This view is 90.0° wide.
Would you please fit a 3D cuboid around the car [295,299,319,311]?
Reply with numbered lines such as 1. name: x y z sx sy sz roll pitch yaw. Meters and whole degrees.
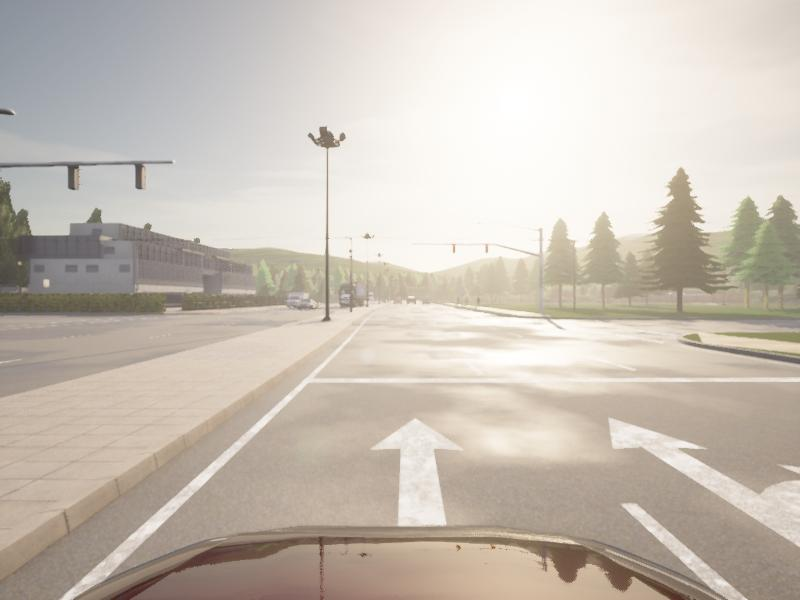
1. car: -12.309 0.592 53.226 2.038 1.542 4.974 0 0 0

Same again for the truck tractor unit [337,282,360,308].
1. truck tractor unit: -8.683 -0.821 68.182 3.053 4.208 6.516 0 0 1

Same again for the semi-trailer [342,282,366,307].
1. semi-trailer: -8.584 -0.952 76.095 2.717 4.402 14.254 0 0 1

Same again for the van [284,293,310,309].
1. van: -15.741 0.106 61.627 2.351 2.431 6.366 0 0 0
